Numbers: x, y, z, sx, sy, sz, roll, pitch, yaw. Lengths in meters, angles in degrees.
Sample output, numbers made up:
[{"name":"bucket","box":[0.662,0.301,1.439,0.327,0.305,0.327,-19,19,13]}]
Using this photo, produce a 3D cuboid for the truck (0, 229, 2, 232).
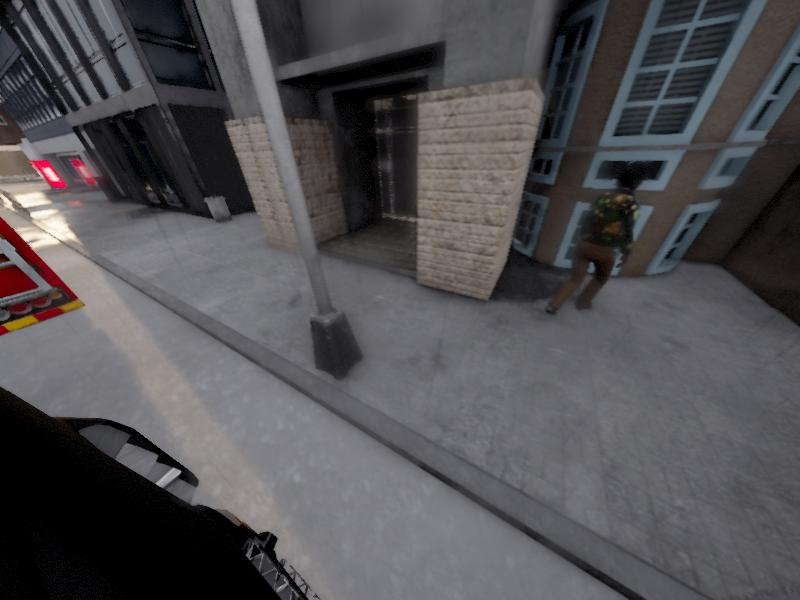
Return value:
[{"name":"truck","box":[-17.611,-3.561,8.015,5.204,2.467,2.627,16,38,26]}]

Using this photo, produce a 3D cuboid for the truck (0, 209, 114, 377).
[{"name":"truck","box":[-8.754,-1.517,3.211,8.468,3.827,2.891,16,38,26]}]

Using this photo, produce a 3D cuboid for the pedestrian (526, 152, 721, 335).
[{"name":"pedestrian","box":[2.321,-0.611,2.709,0.751,1.860,0.751,-12,35,-14]}]
